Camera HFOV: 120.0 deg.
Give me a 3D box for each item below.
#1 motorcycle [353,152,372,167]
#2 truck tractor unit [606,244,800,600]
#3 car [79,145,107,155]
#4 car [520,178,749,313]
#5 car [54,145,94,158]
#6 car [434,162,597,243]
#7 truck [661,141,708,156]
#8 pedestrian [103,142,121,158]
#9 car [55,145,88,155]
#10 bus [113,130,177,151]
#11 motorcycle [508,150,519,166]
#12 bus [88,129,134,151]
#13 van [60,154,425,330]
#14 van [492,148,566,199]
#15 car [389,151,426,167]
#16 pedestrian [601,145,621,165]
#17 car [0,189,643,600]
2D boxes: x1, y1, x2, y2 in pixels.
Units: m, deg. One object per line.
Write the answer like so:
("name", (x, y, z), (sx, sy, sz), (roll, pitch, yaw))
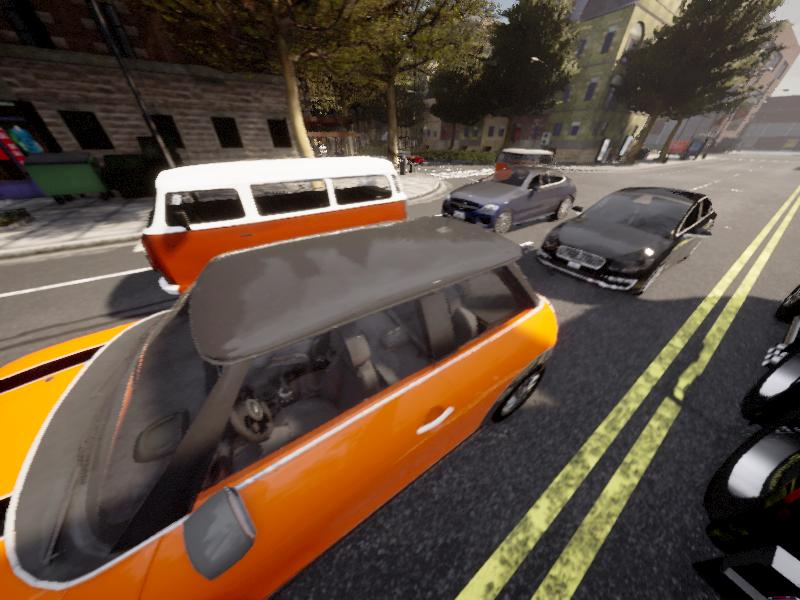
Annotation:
("motorcycle", (-3.854, -14.409, 23.656), (0.803, 1.145, 2.033), (25, 40, 16))
("truck tractor unit", (5.079, -0.328, 0.837), (6.516, 4.208, 3.053), (-19, 40, -26))
("car", (-56.347, -27.643, 42.464), (1.845, 1.501, 3.633), (-19, 39, -26))
("car", (5.161, -1.579, 5.070), (4.892, 1.490, 1.837), (-20, 39, -27))
("car", (-52.368, -24.030, 37.245), (2.038, 1.542, 4.974), (-20, 39, -26))
("car", (3.858, -3.519, 7.764), (5.027, 1.651, 2.152), (-20, 39, -26))
("truck", (59.521, -31.882, 48.538), (2.627, 2.467, 5.204), (-17, 38, -23))
("pedestrian", (-39.838, -20.764, 31.984), (0.751, 1.860, 0.751), (-22, 41, -29))
("car", (-60.864, -27.941, 42.889), (1.837, 1.490, 4.892), (-20, 38, -26))
("bus", (-62.625, -39.355, 57.012), (10.273, 4.253, 3.944), (3, 35, 4))
("motorcycle", (12.897, -16.143, 26.213), (0.764, 1.277, 2.356), (8, 34, 28))
("bus", (-75.074, -41.725, 60.370), (3.944, 4.253, 10.273), (-20, 39, -26))
("van", (-1.993, -1.582, 4.546), (4.480, 2.038, 2.069), (-20, 39, -27))
("van", (6.630, -7.059, 12.599), (1.775, 1.987, 4.442), (3, 35, 5))
("car", (0.782, -16.555, 26.950), (1.895, 1.301, 4.718), (-20, 39, -26))
("pedestrian", (23.834, -16.413, 26.085), (0.751, 1.860, 0.751), (-9, 36, -13))
("car", (-0.779, 0.441, 1.836), (4.553, 1.767, 2.097), (-20, 39, -26))
